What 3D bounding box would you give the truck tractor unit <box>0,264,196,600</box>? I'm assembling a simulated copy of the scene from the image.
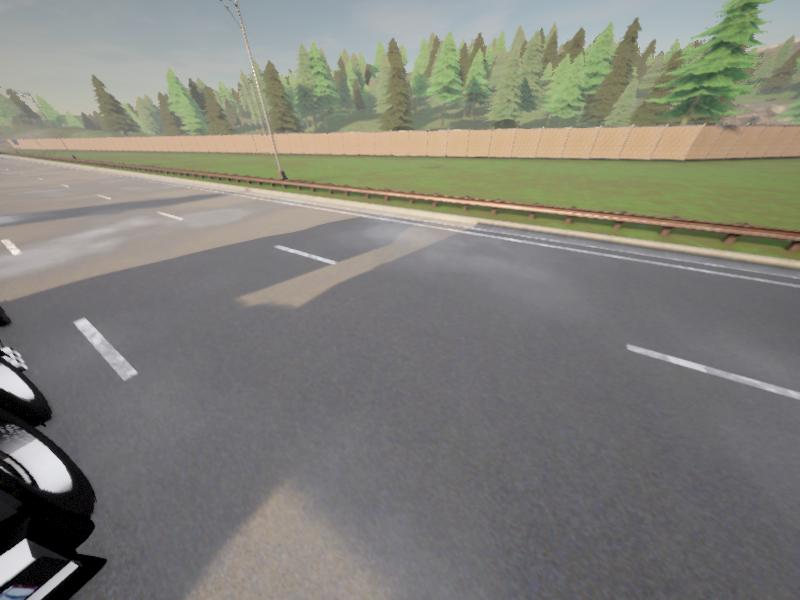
[{"bbox_3d":[-5.111,-0.296,0.794,6.516,4.208,3.053,18,38,24],"label":"truck tractor unit"}]
